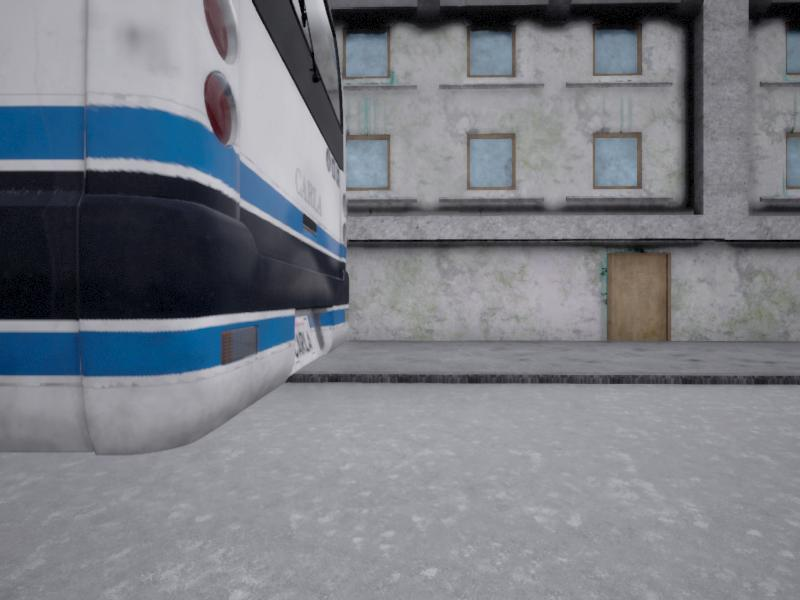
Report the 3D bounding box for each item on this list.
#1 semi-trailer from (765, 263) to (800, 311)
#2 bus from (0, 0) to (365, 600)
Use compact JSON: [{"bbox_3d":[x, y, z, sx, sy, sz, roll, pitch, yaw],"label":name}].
[{"bbox_3d":[37.950,-1.219,33.252,2.717,4.402,14.254,0,0,2],"label":"semi-trailer"},{"bbox_3d":[-5.575,-1.134,2.714,10.273,4.253,3.944,0,0,1],"label":"bus"}]
